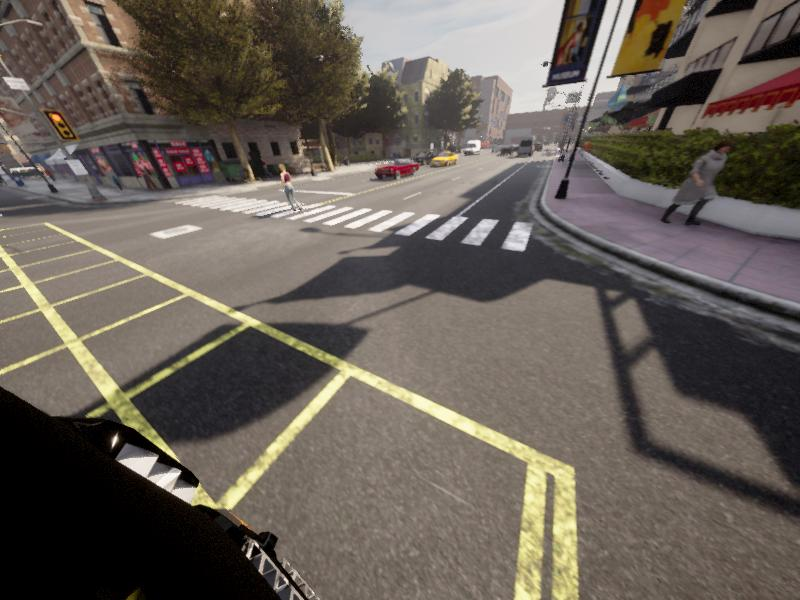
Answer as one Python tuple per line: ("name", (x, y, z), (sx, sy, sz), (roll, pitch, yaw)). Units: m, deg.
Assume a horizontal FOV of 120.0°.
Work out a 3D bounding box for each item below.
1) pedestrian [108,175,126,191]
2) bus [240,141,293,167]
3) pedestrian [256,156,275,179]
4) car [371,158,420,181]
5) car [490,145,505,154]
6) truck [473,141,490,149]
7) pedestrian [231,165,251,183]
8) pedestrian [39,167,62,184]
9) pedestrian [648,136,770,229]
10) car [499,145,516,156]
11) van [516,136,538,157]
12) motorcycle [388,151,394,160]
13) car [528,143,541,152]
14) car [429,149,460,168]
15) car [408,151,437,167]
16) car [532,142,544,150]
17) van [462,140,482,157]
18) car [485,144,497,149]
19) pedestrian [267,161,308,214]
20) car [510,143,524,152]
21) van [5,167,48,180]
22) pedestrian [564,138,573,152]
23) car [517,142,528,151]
("pedestrian", (-23.859, -9.897, 19.502), (0.500, 1.100, 0.500), (-29, 42, -34))
("bus", (-28.875, -31.588, 50.034), (10.273, 4.253, 3.944), (16, 38, 26))
("pedestrian", (-12.731, -12.549, 21.895), (0.751, 1.860, 0.751), (13, 37, 22))
("car", (-0.212, -11.090, 19.501), (1.895, 1.301, 4.718), (16, 38, 26))
("car", (21.379, -33.046, 50.588), (2.128, 1.511, 4.902), (15, 38, 26))
("truck", (31.095, -59.164, 88.239), (5.204, 2.467, 2.627), (16, 38, 26))
("pedestrian", (-13.838, -10.964, 20.106), (0.751, 1.300, 0.751), (10, 36, 19))
("pedestrian", (-45.635, -16.277, 30.204), (0.751, 1.860, 0.751), (13, 37, 23))
("pedestrian", (7.102, -2.724, 5.478), (0.751, 1.860, 0.751), (3, 34, 8))
("car", (19.828, -27.548, 42.452), (1.837, 1.490, 4.892), (15, 38, 26))
("van", (20.571, -24.836, 37.366), (1.988, 2.561, 5.915), (15, 38, 26))
("motorcycle", (-1.849, -29.068, 46.476), (0.764, 1.277, 2.356), (-11, 33, 7))
("car", (29.356, -33.268, 50.302), (1.816, 1.474, 4.193), (15, 38, 26))
("car", (5.358, -16.856, 27.467), (1.801, 1.575, 5.366), (15, 38, 26))
("car", (3.001, -18.347, 29.982), (1.837, 1.490, 4.892), (16, 38, 26))
("car", (34.503, -38.441, 57.742), (1.970, 1.475, 3.806), (15, 38, 26))
("van", (14.465, -30.420, 46.273), (1.988, 2.561, 5.915), (15, 38, 26))
("car", (35.445, -59.726, 89.707), (3.806, 1.475, 1.970), (16, 38, 26))
("pedestrian", (-4.652, -4.678, 9.659), (0.751, 1.860, 0.751), (16, 38, 26))
("car", (26.311, -34.128, 51.790), (2.038, 1.542, 4.974), (15, 37, 26))
("van", (-82.517, -28.024, 51.068), (2.069, 2.038, 4.480), (18, 39, 29))
("pedestrian", (28.740, -26.434, 39.396), (0.751, 1.860, 0.751), (21, 40, 31))
("car", (31.481, -39.359, 59.247), (1.851, 1.617, 3.988), (15, 38, 26))
